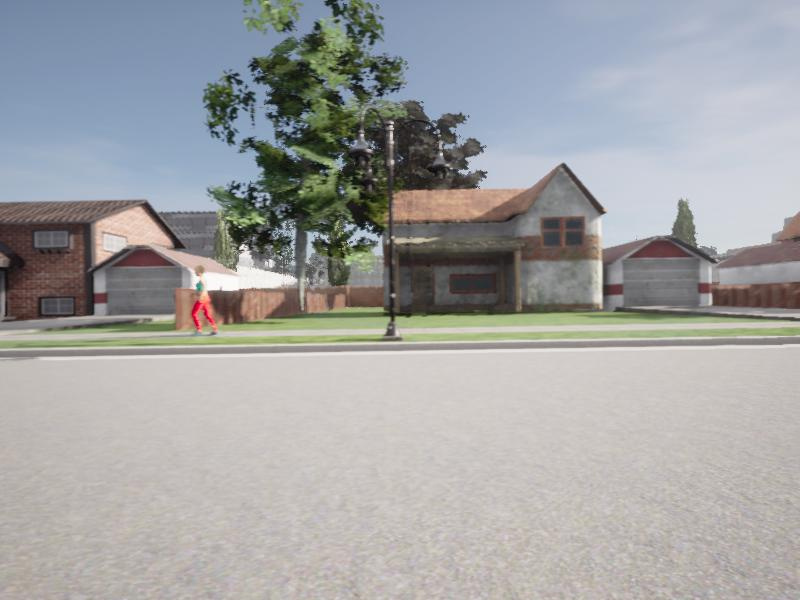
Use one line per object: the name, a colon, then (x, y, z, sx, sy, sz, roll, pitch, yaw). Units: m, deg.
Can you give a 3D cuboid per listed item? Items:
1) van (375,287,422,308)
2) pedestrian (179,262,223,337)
van: (-0.187, -0.303, 51.946, 5.915, 2.561, 1.988, -1, 0, 1)
pedestrian: (-5.158, -0.008, 10.400, 0.751, 1.860, 0.751, -1, 0, -3)
